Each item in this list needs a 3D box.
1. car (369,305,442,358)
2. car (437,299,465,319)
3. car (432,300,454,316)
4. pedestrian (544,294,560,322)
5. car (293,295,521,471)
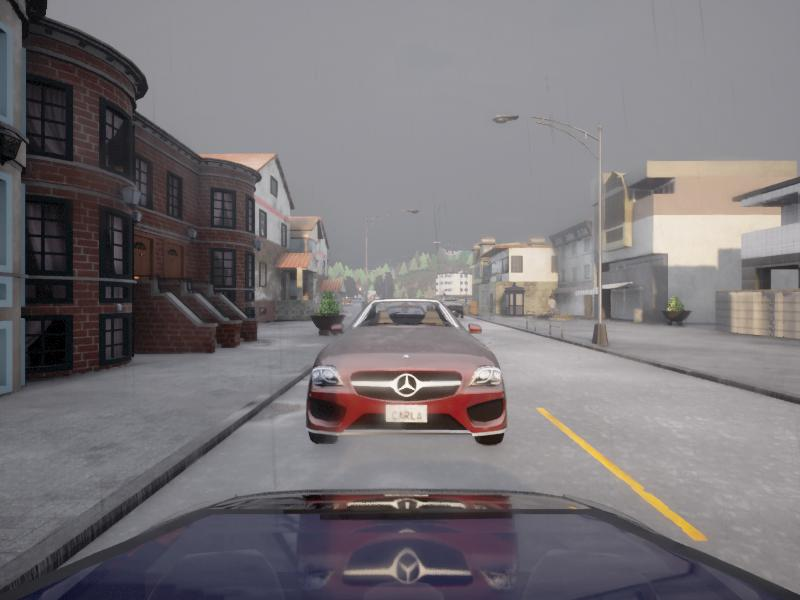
[{"bbox_3d":[0.180,0.895,13.768,2.033,1.411,5.357,0,0,1],"label":"car"},{"bbox_3d":[4.450,0.771,35.647,1.930,1.638,5.238,0,0,1],"label":"car"},{"bbox_3d":[4.539,0.801,42.896,1.801,1.575,5.366,0,0,1],"label":"car"},{"bbox_3d":[10.277,0.533,27.075,0.751,1.860,0.751,0,0,-16],"label":"pedestrian"},{"bbox_3d":[0.089,0.781,6.286,2.152,1.651,5.027,0,0,1],"label":"car"}]
